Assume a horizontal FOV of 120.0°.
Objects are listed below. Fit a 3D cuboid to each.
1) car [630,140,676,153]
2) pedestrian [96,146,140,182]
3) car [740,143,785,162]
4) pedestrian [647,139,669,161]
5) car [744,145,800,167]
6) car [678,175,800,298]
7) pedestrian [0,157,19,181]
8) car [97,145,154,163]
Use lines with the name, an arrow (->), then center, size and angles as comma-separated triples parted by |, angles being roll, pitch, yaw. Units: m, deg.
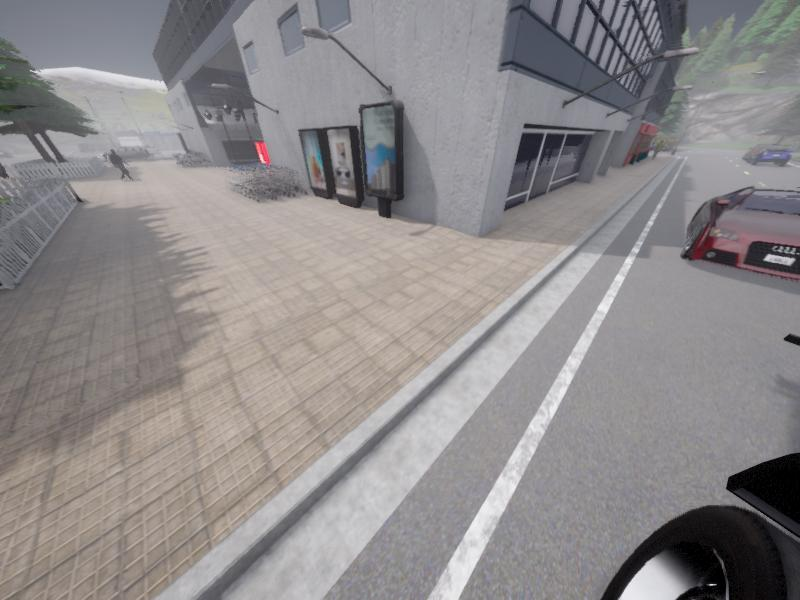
car -> 40.695, -24.853, 37.329 | 4.611, 1.667, 2.242 | 26, 43, 31
pedestrian -> -17.668, -8.532, 14.537 | 0.751, 1.860, 0.751 | -2, 35, -2
car -> 38.663, -15.822, 24.744 | 3.705, 1.549, 1.789 | -29, 44, -34
pedestrian -> 27.187, -15.831, 24.354 | 0.751, 1.860, 0.751 | 29, 45, 36
car -> 34.009, -13.252, 21.149 | 4.514, 1.525, 2.007 | -29, 44, -34
car -> 7.995, -1.647, 5.018 | 4.181, 1.385, 1.994 | -29, 44, -34
pedestrian -> -27.090, -9.031, 15.428 | 0.751, 1.860, 0.751 | -30, 44, -35
car -> -37.643, -20.151, 31.825 | 4.605, 1.855, 1.932 | -31, 45, -34
